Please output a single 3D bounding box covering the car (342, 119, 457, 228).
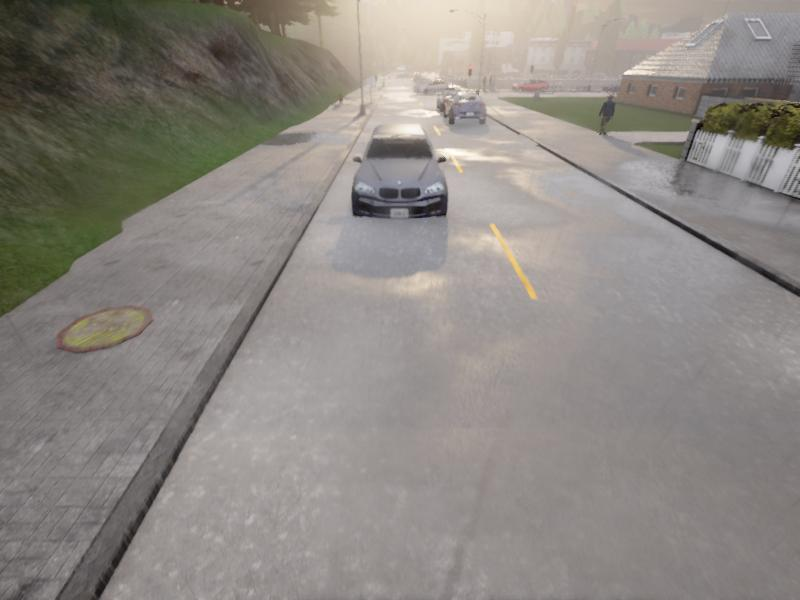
[{"bbox_3d":[-0.007,-3.432,10.191,2.242,1.667,4.611,0,30,0],"label":"car"}]

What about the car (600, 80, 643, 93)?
[{"bbox_3d":[28.332,-27.406,51.317,4.193,1.474,1.816,0,30,0],"label":"car"}]

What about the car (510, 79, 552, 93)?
[{"bbox_3d":[16.745,-27.425,51.296,4.514,1.525,2.007,0,30,0],"label":"car"}]

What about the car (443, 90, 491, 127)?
[{"bbox_3d":[3.983,-11.946,24.775,2.152,1.651,5.027,0,30,0],"label":"car"}]

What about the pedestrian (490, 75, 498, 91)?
[{"bbox_3d":[12.418,-28.748,52.952,0.751,1.860,0.751,3,30,5],"label":"pedestrian"}]

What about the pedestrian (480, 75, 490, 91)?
[{"bbox_3d":[11.286,-28.885,53.168,0.751,1.860,0.751,-18,35,-27],"label":"pedestrian"}]

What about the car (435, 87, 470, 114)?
[{"bbox_3d":[3.981,-15.498,30.926,2.038,1.542,4.974,0,30,0],"label":"car"}]

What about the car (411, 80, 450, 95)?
[{"bbox_3d":[3.727,-25.979,48.823,4.514,1.525,2.007,-21,36,-31],"label":"car"}]

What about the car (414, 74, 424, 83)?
[{"bbox_3d":[3.950,-45.455,82.120,1.816,1.474,4.193,0,30,0],"label":"car"}]

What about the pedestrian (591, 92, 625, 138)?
[{"bbox_3d":[9.541,-8.506,18.414,0.751,1.860,0.751,1,30,1],"label":"pedestrian"}]

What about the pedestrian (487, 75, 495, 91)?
[{"bbox_3d":[12.164,-29.029,53.414,0.751,1.860,0.751,-2,30,-3],"label":"pedestrian"}]

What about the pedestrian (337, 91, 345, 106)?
[{"bbox_3d":[-4.855,-16.543,32.882,0.500,1.100,0.500,5,31,9],"label":"pedestrian"}]
